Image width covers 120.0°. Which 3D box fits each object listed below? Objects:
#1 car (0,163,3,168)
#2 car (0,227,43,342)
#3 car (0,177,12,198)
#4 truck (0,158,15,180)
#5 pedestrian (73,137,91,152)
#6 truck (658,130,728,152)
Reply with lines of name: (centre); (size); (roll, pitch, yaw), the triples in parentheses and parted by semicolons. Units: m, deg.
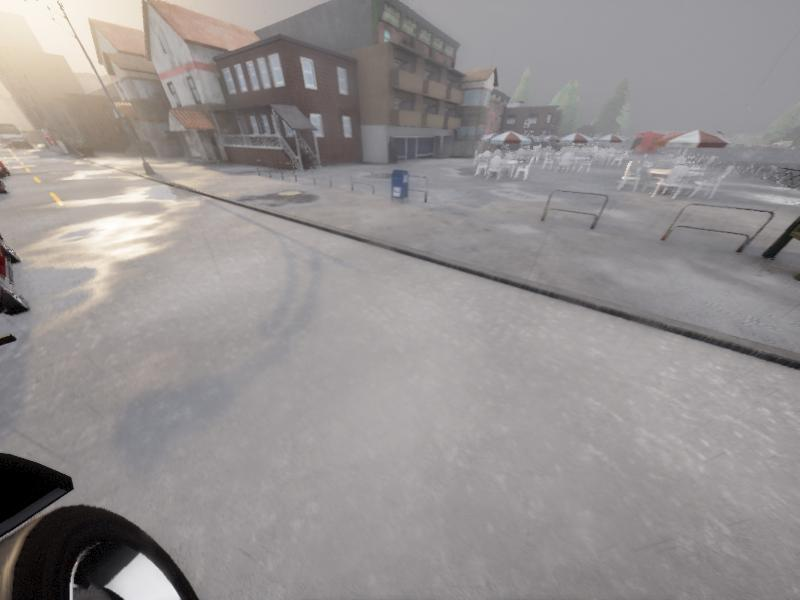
car: (-34.469, -11.708, 18.518); (3.866, 1.878, 1.905); (22, 41, 28)
car: (-7.577, -0.480, 3.387); (4.718, 1.301, 1.895); (22, 41, 28)
car: (-19.575, -5.410, 10.194); (4.181, 1.385, 1.994); (22, 41, 28)
truck: (-26.576, -8.713, 13.869); (5.204, 2.467, 2.627); (22, 40, 28)
pedestrian: (-47.504, -23.250, 34.548); (0.751, 1.860, 0.751); (22, 41, 28)
truck: (64.868, -35.575, 51.613); (8.468, 3.827, 2.891); (22, 41, 28)
